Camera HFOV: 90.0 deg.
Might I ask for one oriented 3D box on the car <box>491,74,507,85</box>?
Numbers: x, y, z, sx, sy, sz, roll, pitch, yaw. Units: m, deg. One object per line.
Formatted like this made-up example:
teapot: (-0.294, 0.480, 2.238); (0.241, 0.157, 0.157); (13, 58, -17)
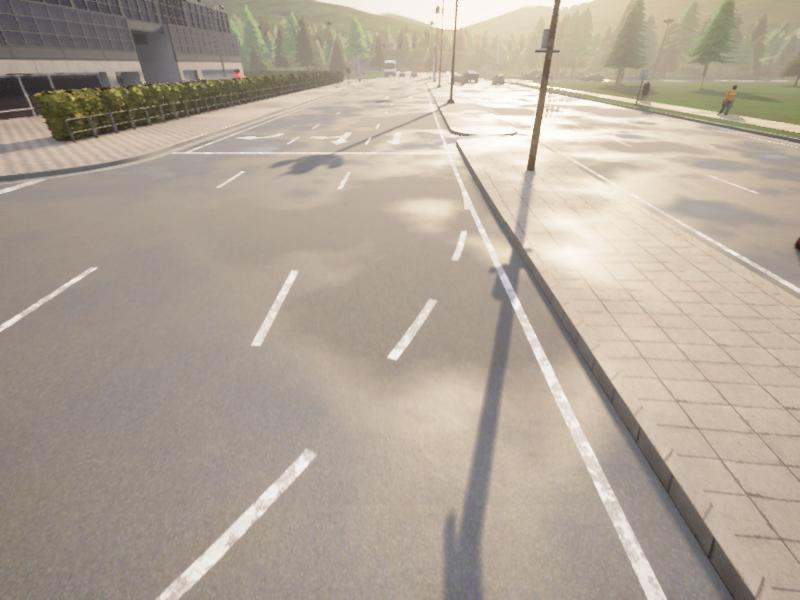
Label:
car: (17.490, -39.098, 71.031); (1.851, 1.617, 3.988); (1, 30, 2)

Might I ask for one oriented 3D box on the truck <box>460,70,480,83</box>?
truck: (14.288, -46.030, 82.354); (2.390, 2.098, 6.274); (-4, 31, -6)

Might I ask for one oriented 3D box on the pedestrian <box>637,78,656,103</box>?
pedestrian: (21.637, -18.385, 35.133); (0.751, 1.860, 0.751); (2, 30, 3)

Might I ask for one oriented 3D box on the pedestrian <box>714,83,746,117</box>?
pedestrian: (21.036, -12.757, 25.541); (0.751, 1.860, 0.751); (2, 30, 3)

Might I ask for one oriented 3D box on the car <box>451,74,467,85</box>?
car: (10.506, -39.455, 71.622); (2.152, 1.651, 5.027); (1, 30, 2)

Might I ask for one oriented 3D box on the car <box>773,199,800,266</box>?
car: (7.976, -0.425, 5.348); (1.994, 1.385, 4.181); (0, 30, 0)

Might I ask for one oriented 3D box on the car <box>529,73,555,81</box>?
car: (31.068, -48.629, 87.388); (4.892, 1.490, 1.837); (1, 30, 2)
